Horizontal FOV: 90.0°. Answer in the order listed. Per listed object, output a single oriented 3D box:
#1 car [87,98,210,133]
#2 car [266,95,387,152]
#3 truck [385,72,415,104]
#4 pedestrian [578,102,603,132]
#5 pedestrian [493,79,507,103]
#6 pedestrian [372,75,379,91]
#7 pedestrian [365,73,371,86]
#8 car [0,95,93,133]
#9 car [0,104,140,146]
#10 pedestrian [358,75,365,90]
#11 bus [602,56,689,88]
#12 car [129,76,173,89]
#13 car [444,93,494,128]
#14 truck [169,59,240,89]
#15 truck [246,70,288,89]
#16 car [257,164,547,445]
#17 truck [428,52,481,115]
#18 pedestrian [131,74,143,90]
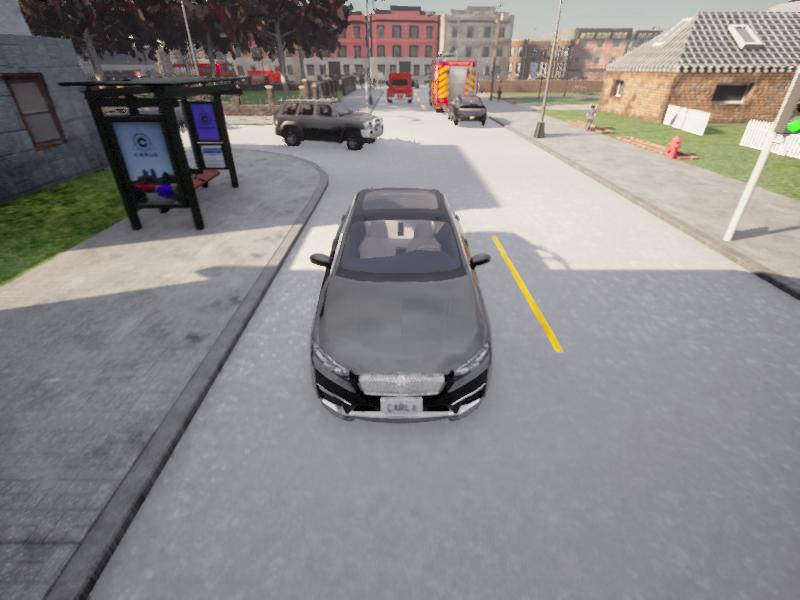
[{"bbox_3d":[-13.230,-9.882,21.370,4.902,1.511,2.128,0,30,0],"label":"car"},{"bbox_3d":[-3.036,-7.582,17.075,4.605,1.855,1.932,9,31,15],"label":"car"},{"bbox_3d":[-0.007,-20.183,38.012,2.627,2.467,5.204,0,30,0],"label":"truck"},{"bbox_3d":[9.744,-9.408,20.514,0.751,1.300,0.751,19,35,29],"label":"pedestrian"},{"bbox_3d":[8.915,-18.612,35.677,0.751,1.860,0.751,-6,31,-11],"label":"pedestrian"},{"bbox_3d":[-3.228,-28.818,53.108,0.751,1.860,0.751,-6,31,-10],"label":"pedestrian"},{"bbox_3d":[-5.289,-36.386,66.029,0.751,1.860,0.751,-5,31,-8],"label":"pedestrian"},{"bbox_3d":[-19.959,-10.030,21.507,4.856,1.649,2.033,-1,30,-1],"label":"car"},{"bbox_3d":[-14.867,-7.871,17.951,4.892,1.490,1.837,0,30,0],"label":"car"},{"bbox_3d":[-5.276,-29.740,54.682,0.751,1.860,0.751,0,30,-1],"label":"pedestrian"},{"bbox_3d":[38.467,-35.942,63.158,10.273,4.253,3.944,0,30,0],"label":"bus"},{"bbox_3d":[-37.579,-32.834,60.455,5.027,1.651,2.152,0,30,0],"label":"car"},{"bbox_3d":[3.998,-11.472,24.081,2.128,1.511,4.902,0,30,0],"label":"car"},{"bbox_3d":[-29.050,-33.782,59.893,8.468,3.827,2.891,0,30,0],"label":"truck"},{"bbox_3d":[-19.889,-33.198,60.236,5.204,2.467,2.627,0,30,-1],"label":"truck"},{"bbox_3d":[0.008,-0.551,5.434,2.128,1.511,4.902,0,30,0],"label":"car"},{"bbox_3d":[4.003,-17.116,31.436,2.891,3.827,8.468,0,30,0],"label":"truck"},{"bbox_3d":[-36.940,-30.621,56.186,0.751,1.860,0.751,0,30,0],"label":"pedestrian"}]
